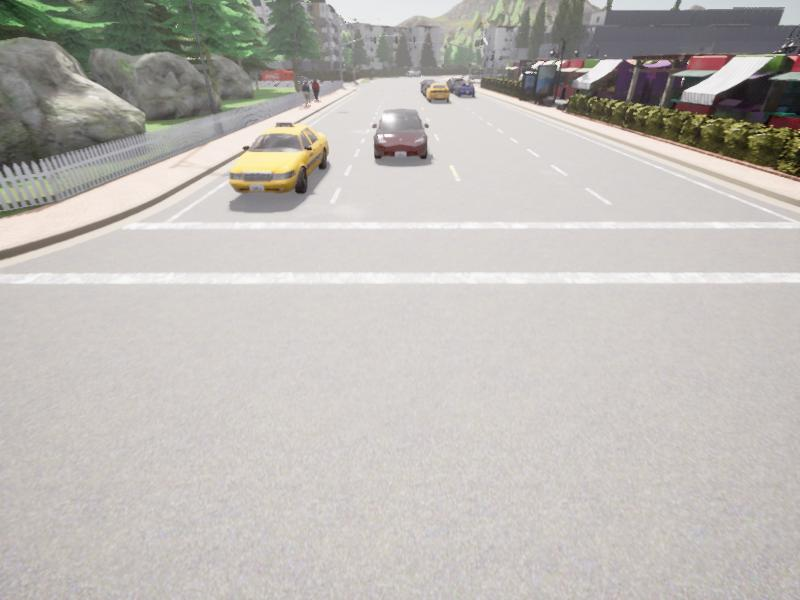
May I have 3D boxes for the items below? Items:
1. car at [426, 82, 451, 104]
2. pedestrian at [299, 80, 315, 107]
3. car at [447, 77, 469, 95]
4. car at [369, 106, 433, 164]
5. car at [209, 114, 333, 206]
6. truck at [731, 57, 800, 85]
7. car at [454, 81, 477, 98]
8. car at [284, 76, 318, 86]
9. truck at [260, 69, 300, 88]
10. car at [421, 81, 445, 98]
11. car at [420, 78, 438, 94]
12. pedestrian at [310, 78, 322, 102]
[{"bbox_3d":[3.589,-19.744,38.035,1.882,1.535,5.008,0,30,0],"label":"car"},{"bbox_3d":[-7.396,-16.472,31.878,0.751,1.860,0.751,4,31,7],"label":"pedestrian"},{"bbox_3d":[7.059,-26.259,49.006,2.033,1.649,4.856,0,31,0],"label":"car"},{"bbox_3d":[0.025,-6.711,15.942,2.163,1.488,4.792,0,30,0],"label":"car"},{"bbox_3d":[-3.434,-4.404,11.943,1.801,1.575,5.366,1,30,1],"label":"car"},{"bbox_3d":[59.472,-36.895,64.575,8.468,3.827,2.891,0,30,1],"label":"truck"},{"bbox_3d":[7.054,-22.882,43.413,1.816,1.474,4.193,0,30,0],"label":"car"},{"bbox_3d":[-16.552,-36.694,67.036,4.902,1.511,2.128,1,30,2],"label":"car"},{"bbox_3d":[-19.103,-35.360,63.837,5.204,2.467,2.627,1,30,1],"label":"truck"},{"bbox_3d":[3.565,-23.124,43.842,2.163,1.488,4.792,0,30,0],"label":"car"},{"bbox_3d":[3.560,-26.613,49.722,1.882,1.535,5.008,0,30,0],"label":"car"},{"bbox_3d":[-7.540,-18.849,35.923,0.751,1.860,0.751,2,31,4],"label":"pedestrian"}]
